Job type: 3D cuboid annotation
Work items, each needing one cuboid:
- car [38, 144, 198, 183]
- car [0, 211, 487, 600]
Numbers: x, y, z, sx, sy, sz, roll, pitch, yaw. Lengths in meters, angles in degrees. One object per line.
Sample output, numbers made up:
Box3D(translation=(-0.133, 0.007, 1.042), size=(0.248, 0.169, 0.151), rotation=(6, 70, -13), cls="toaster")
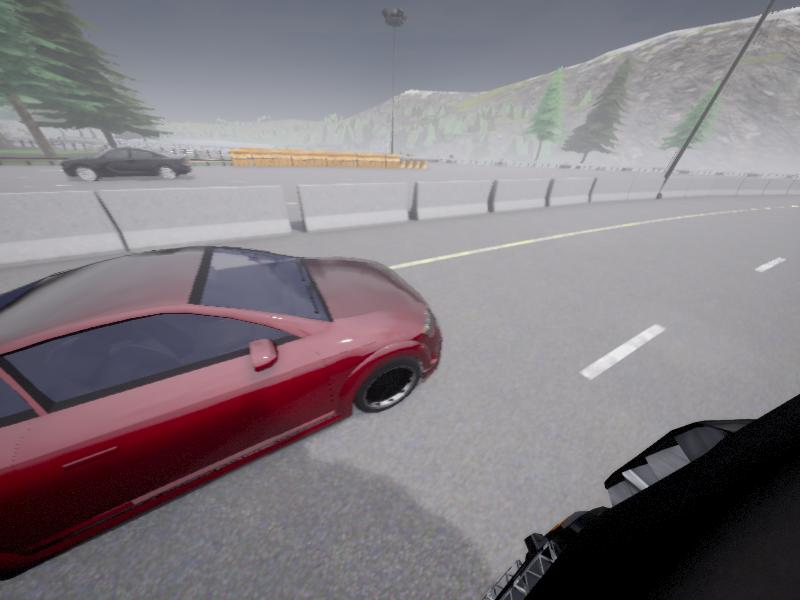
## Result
Box3D(translation=(-14.454, -7.387, 12.472), size=(5.008, 1.535, 1.882), rotation=(-17, 38, -27), cls="car")
Box3D(translation=(-1.631, 0.315, 2.087), size=(4.181, 1.385, 1.994), rotation=(-16, 38, -25), cls="car")
